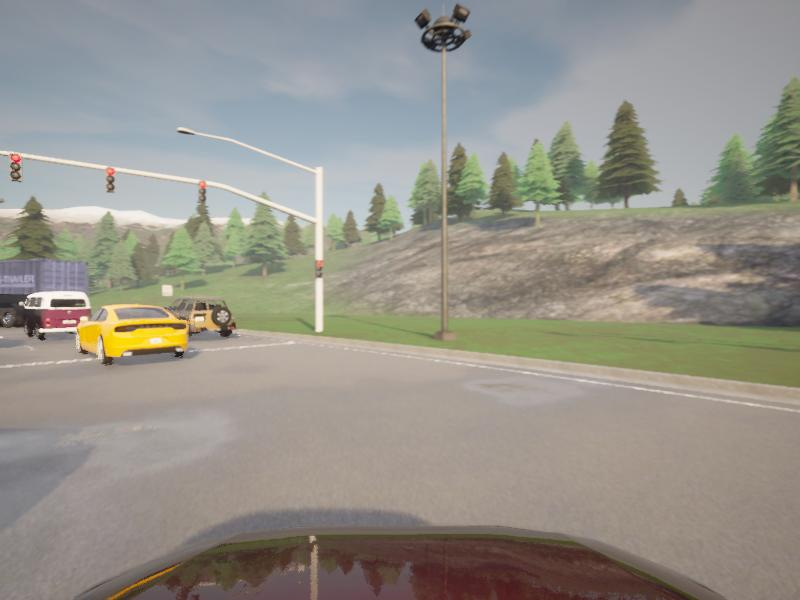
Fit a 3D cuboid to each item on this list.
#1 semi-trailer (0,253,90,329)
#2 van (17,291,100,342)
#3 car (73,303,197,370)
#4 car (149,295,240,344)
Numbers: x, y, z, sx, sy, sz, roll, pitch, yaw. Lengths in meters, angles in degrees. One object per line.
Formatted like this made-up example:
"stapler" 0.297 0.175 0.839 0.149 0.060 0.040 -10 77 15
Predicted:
"semi-trailer" -27.146 -0.505 26.936 14.254 4.402 2.717 0 0 20
"van" -15.432 0.645 18.004 4.480 2.038 2.069 0 0 39
"car" -7.905 0.864 11.676 5.008 1.535 1.882 0 0 43
"car" -9.029 0.710 17.397 4.605 1.855 1.932 1 0 41
